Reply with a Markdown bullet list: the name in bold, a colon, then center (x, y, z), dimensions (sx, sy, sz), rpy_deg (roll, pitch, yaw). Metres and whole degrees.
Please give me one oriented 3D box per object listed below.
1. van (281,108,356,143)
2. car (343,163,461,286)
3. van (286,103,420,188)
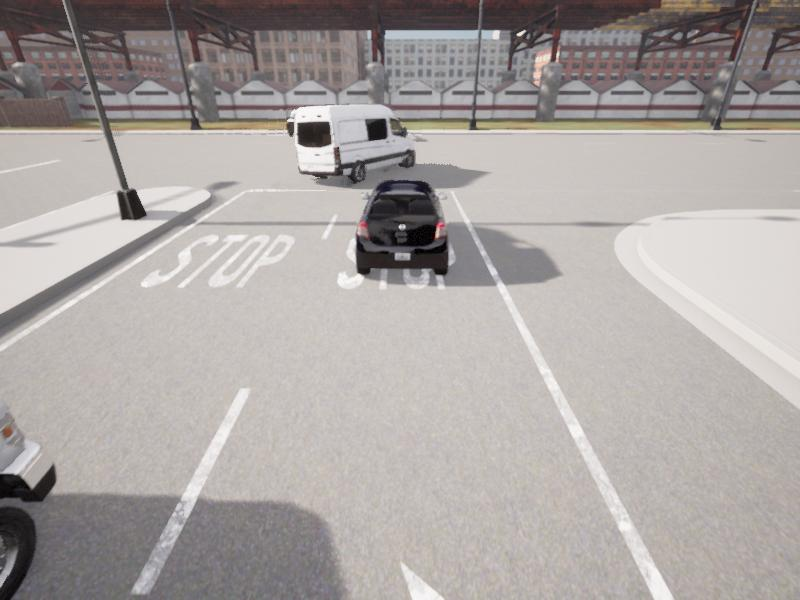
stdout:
- **van**: center (-5.410, -11.898, 27.207), dimensions (4.480, 2.038, 2.069), rpy_deg (0, 27, 0)
- **car**: center (0.066, -1.761, 8.239), dimensions (1.845, 1.501, 3.633), rpy_deg (0, 27, 1)
- **van**: center (-1.483, -6.386, 16.052), dimensions (1.988, 2.561, 5.915), rpy_deg (13, 30, 28)
